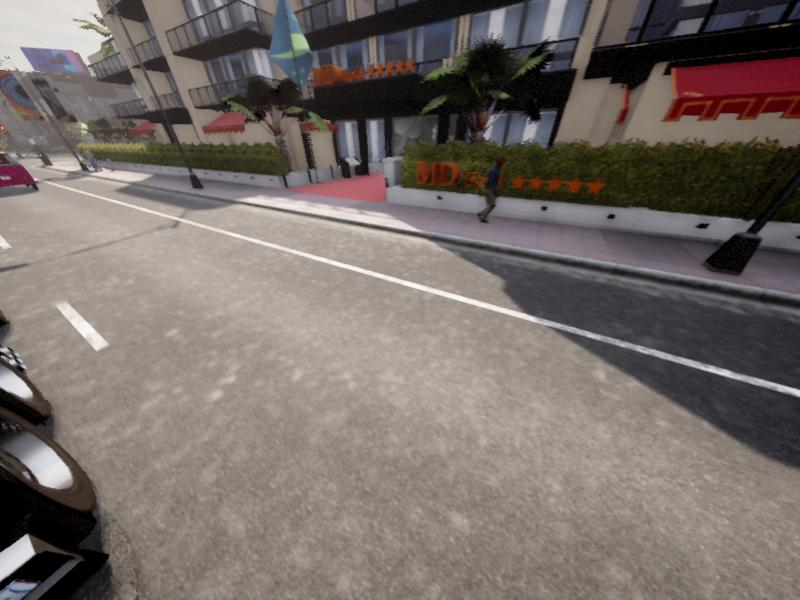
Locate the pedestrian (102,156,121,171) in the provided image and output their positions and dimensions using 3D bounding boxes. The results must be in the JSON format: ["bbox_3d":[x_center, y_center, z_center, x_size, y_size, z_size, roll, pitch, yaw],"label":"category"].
[{"bbox_3d":[-25.661,-12.159,20.558,0.500,1.100,0.500,10,36,15],"label":"pedestrian"}]

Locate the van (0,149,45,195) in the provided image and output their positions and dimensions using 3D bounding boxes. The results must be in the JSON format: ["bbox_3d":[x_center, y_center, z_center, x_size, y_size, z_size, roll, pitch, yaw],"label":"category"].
[{"bbox_3d":[-23.241,-7.434,13.270,4.442,1.987,1.775,18,39,24],"label":"van"}]

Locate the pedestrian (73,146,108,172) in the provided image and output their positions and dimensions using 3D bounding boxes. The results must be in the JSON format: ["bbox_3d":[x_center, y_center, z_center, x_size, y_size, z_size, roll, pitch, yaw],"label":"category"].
[{"bbox_3d":[-26.608,-12.168,19.919,0.751,1.860,0.751,0,35,0],"label":"pedestrian"}]

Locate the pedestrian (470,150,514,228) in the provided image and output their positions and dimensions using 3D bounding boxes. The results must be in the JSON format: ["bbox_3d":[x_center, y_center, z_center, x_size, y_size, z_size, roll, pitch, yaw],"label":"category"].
[{"bbox_3d":[2.573,-3.143,6.565,0.751,1.860,0.751,13,37,19],"label":"pedestrian"}]

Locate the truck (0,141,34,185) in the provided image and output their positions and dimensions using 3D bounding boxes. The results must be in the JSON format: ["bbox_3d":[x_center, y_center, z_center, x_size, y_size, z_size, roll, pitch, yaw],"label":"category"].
[{"bbox_3d":[-28.725,-9.382,15.713,5.204,2.467,2.627,18,39,24],"label":"truck"}]

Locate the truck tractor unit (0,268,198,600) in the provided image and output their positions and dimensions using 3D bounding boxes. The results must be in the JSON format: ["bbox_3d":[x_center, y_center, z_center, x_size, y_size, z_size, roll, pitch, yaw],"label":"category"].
[{"bbox_3d":[-5.125,-0.281,0.782,6.516,4.208,3.053,18,39,24],"label":"truck tractor unit"}]

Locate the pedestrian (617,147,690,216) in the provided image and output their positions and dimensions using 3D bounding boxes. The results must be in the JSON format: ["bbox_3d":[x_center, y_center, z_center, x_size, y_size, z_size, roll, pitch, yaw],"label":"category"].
[{"bbox_3d":[8.015,-3.796,7.431,0.751,1.860,0.751,18,39,25],"label":"pedestrian"}]
